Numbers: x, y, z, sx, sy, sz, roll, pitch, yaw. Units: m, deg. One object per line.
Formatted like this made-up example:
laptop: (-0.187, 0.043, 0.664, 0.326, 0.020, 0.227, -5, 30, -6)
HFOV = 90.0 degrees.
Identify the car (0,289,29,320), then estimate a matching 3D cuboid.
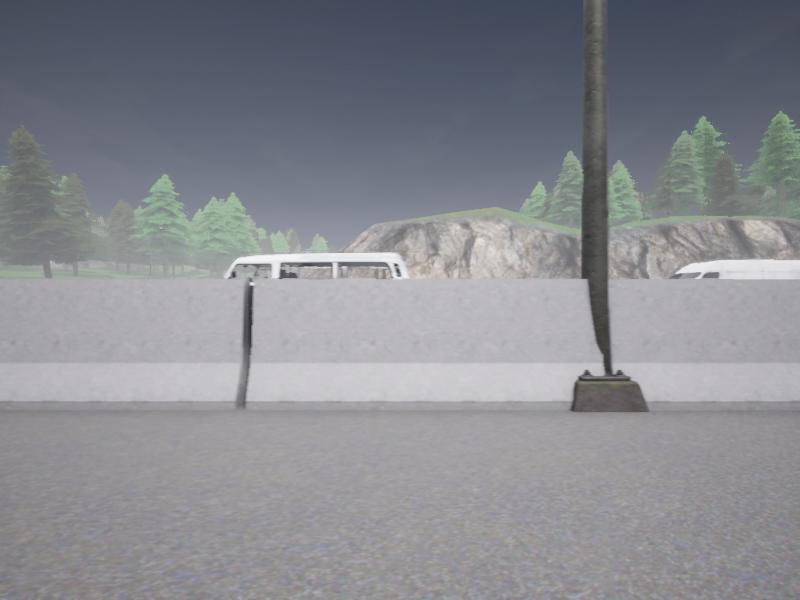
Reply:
car: (-20.951, 0.233, 19.702, 3.633, 1.501, 1.845, 0, 0, 0)

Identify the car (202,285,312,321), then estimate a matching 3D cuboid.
car: (-6.868, 0.159, 19.698, 4.611, 1.667, 2.242, 0, 0, 0)

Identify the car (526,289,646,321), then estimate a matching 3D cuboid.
car: (9.013, 0.233, 19.699, 4.902, 1.511, 2.128, 0, 0, 0)

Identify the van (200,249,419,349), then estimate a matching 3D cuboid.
van: (-1.849, -0.028, 9.199, 4.480, 2.038, 2.069, 0, 0, 0)

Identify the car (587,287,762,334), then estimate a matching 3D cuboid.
car: (8.491, 0.305, 12.700, 4.181, 1.385, 1.994, 0, 0, 0)

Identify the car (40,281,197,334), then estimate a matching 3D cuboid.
car: (-8.759, 0.217, 12.700, 3.705, 1.549, 1.789, 0, 0, 0)

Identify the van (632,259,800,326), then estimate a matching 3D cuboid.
van: (12.936, -0.281, 16.204, 5.915, 2.561, 1.988, 0, 0, 0)
